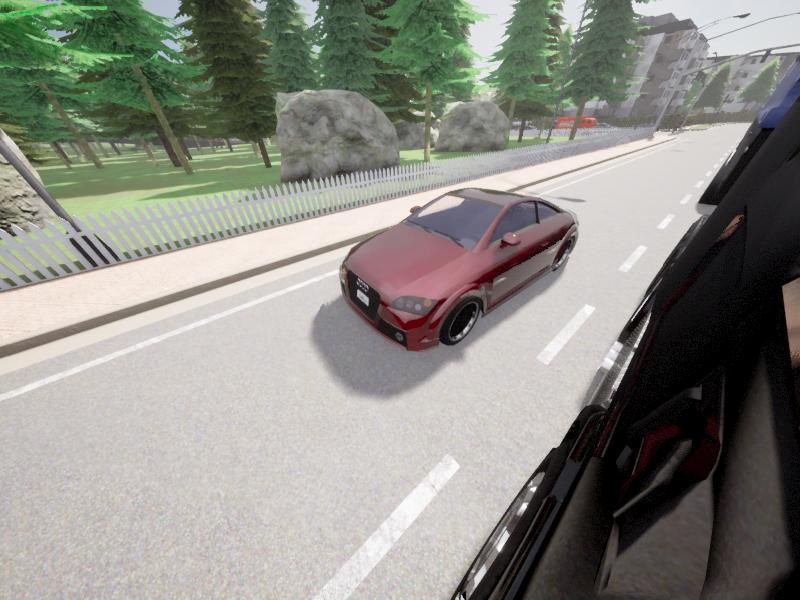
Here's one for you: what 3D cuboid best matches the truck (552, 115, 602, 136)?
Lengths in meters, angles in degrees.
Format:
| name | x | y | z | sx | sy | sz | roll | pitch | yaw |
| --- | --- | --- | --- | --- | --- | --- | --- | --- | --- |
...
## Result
| name | x | y | z | sx | sy | sz | roll | pitch | yaw |
| --- | --- | --- | --- | --- | --- | --- | --- | --- | --- |
| truck | 27.676 | -27.361 | 36.375 | 2.627 | 2.467 | 5.204 | -26 | 43 | -28 |

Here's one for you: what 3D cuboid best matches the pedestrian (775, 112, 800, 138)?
| name | x | y | z | sx | sy | sz | roll | pitch | yaw |
| --- | --- | --- | --- | --- | --- | --- | --- | --- | --- |
| pedestrian | 36.080 | -16.055 | 21.213 | 0.751 | 1.860 | 0.751 | 19 | 42 | 26 |

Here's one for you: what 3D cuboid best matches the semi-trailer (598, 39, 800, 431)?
| name | x | y | z | sx | sy | sz | roll | pitch | yaw |
| --- | --- | --- | --- | --- | --- | --- | --- | --- | --- |
| semi-trailer | 8.707 | -3.602 | 4.215 | 14.254 | 4.402 | 2.717 | -28 | 44 | -30 |

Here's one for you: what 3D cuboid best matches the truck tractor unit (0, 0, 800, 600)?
| name | x | y | z | sx | sy | sz | roll | pitch | yaw |
| --- | --- | --- | --- | --- | --- | --- | --- | --- | --- |
| truck tractor unit | 2.645 | -0.295 | 0.351 | 6.516 | 4.208 | 3.053 | -28 | 44 | -30 |

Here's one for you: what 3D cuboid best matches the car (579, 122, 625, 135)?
| name | x | y | z | sx | sy | sz | roll | pitch | yaw |
| --- | --- | --- | --- | --- | --- | --- | --- | --- | --- |
| car | 31.963 | -27.227 | 36.726 | 2.128 | 1.511 | 4.902 | -26 | 43 | -28 |

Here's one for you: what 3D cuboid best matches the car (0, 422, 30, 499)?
| name | x | y | z | sx | sy | sz | roll | pitch | yaw |
| --- | --- | --- | --- | --- | --- | --- | --- | --- | --- |
| car | -4.471 | 1.840 | 0.128 | 3.988 | 1.617 | 1.851 | -27 | 43 | -29 |

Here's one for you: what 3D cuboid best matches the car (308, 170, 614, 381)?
| name | x | y | z | sx | sy | sz | roll | pitch | yaw |
| --- | --- | --- | --- | --- | --- | --- | --- | --- | --- |
| car | 1.112 | -0.950 | 3.699 | 4.181 | 1.385 | 1.994 | -26 | 43 | -28 |

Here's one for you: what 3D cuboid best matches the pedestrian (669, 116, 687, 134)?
| name | x | y | z | sx | sy | sz | roll | pitch | yaw |
| --- | --- | --- | --- | --- | --- | --- | --- | --- | --- |
| pedestrian | 37.715 | -23.735 | 31.366 | 0.751 | 1.860 | 0.751 | -24 | 42 | -26 |

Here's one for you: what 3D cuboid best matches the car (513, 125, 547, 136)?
| name | x | y | z | sx | sy | sz | roll | pitch | yaw |
| --- | --- | --- | --- | --- | --- | --- | --- | --- | --- |
| car | 23.189 | -30.318 | 41.423 | 1.837 | 1.490 | 4.892 | -26 | 43 | -28 |

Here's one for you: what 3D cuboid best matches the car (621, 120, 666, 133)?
| name | x | y | z | sx | sy | sz | roll | pitch | yaw |
| --- | --- | --- | --- | --- | --- | --- | --- | --- | --- |
| car | 39.662 | -28.358 | 37.736 | 2.007 | 1.525 | 4.514 | -26 | 43 | -28 |
